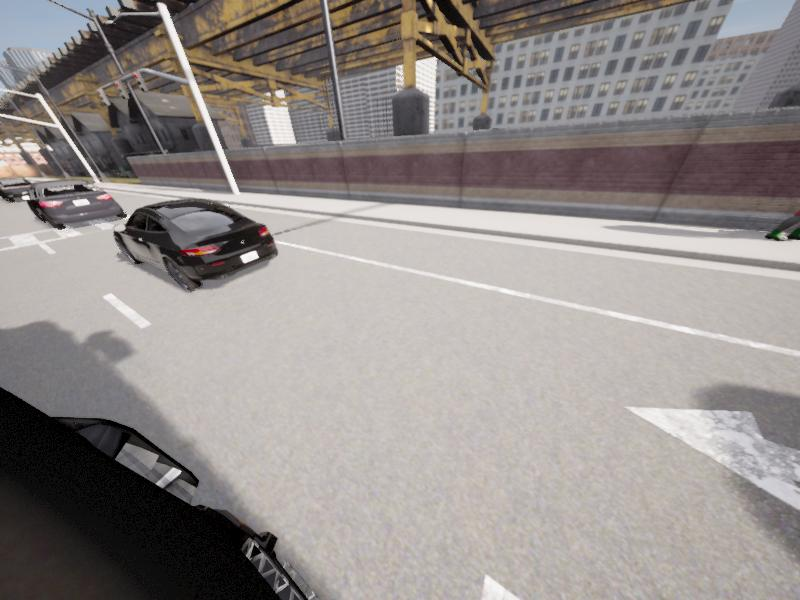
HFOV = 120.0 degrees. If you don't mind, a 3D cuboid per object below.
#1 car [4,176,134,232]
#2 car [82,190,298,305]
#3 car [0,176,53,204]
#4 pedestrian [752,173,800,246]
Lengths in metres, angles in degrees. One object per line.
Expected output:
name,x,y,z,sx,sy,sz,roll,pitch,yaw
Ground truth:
car,-14.797,-4.458,10.367,4.611,1.667,2.242,16,38,26
car,-4.885,-1.540,5.375,4.674,1.442,1.812,16,38,26
car,-30.493,-8.868,18.423,4.902,1.511,2.128,16,38,26
pedestrian,8.206,-2.037,4.382,0.751,1.860,0.751,16,38,26
